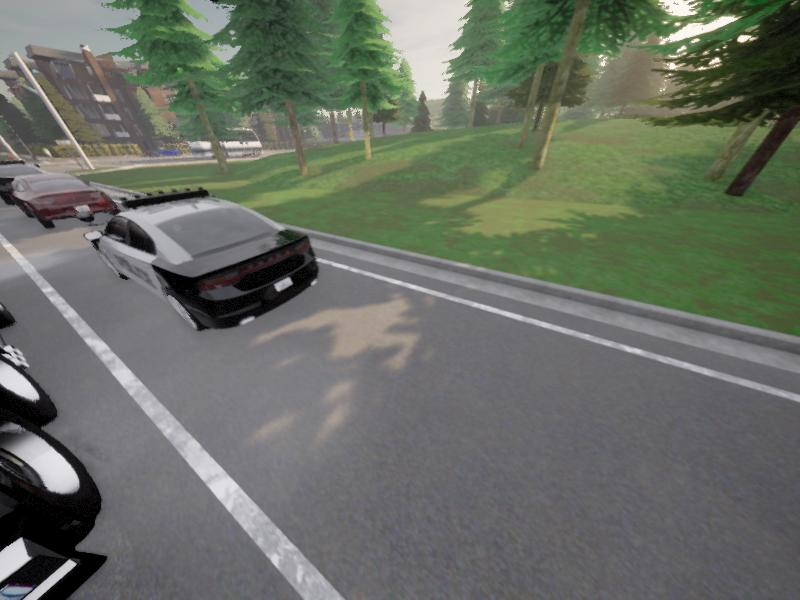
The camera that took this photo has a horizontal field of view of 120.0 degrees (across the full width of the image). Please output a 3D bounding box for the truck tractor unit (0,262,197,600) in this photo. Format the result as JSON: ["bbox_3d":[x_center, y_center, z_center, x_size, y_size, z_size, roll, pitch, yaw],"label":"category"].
[{"bbox_3d":[-5.124,-0.286,0.789,6.516,4.208,3.053,18,39,25],"label":"truck tractor unit"}]

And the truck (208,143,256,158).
[{"bbox_3d":[-29.937,-26.938,41.423,2.390,2.098,6.274,18,39,24],"label":"truck"}]

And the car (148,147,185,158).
[{"bbox_3d":[-42.712,-27.055,42.291,1.816,1.474,4.193,18,39,24],"label":"car"}]

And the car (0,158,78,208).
[{"bbox_3d":[-18.561,-5.858,11.273,5.238,1.638,1.930,18,39,25],"label":"car"}]

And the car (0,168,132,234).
[{"bbox_3d":[-12.180,-3.707,8.265,4.674,1.442,1.812,18,39,24],"label":"car"}]

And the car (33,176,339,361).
[{"bbox_3d":[-3.897,-1.110,4.246,5.238,1.638,1.930,18,39,25],"label":"car"}]

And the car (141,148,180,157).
[{"bbox_3d":[-45.571,-28.135,44.042,1.895,1.301,4.718,18,39,24],"label":"car"}]

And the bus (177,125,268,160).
[{"bbox_3d":[-28.177,-25.706,37.734,3.944,4.253,10.273,18,39,24],"label":"bus"}]
